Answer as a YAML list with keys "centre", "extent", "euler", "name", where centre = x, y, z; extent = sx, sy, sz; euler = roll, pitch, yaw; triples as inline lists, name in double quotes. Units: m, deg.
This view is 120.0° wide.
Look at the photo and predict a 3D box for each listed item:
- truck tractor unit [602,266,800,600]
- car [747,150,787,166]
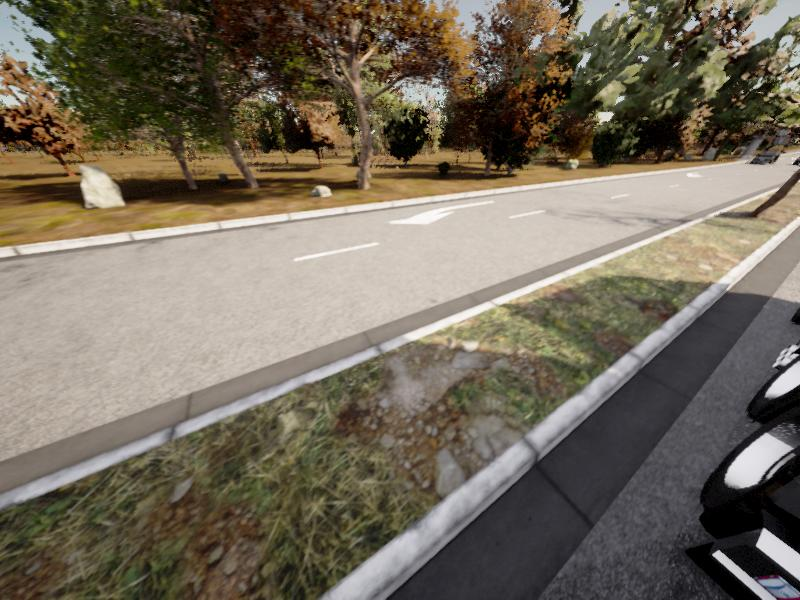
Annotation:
- centre: [5.114, -0.299, 0.778]
  extent: [6.516, 4.208, 3.053]
  euler: [-18, 39, -24]
  name: "truck tractor unit"
- centre: [47.037, -18.265, 29.606]
  extent: [3.705, 1.549, 1.789]
  euler: [-18, 39, -24]
  name: "car"
